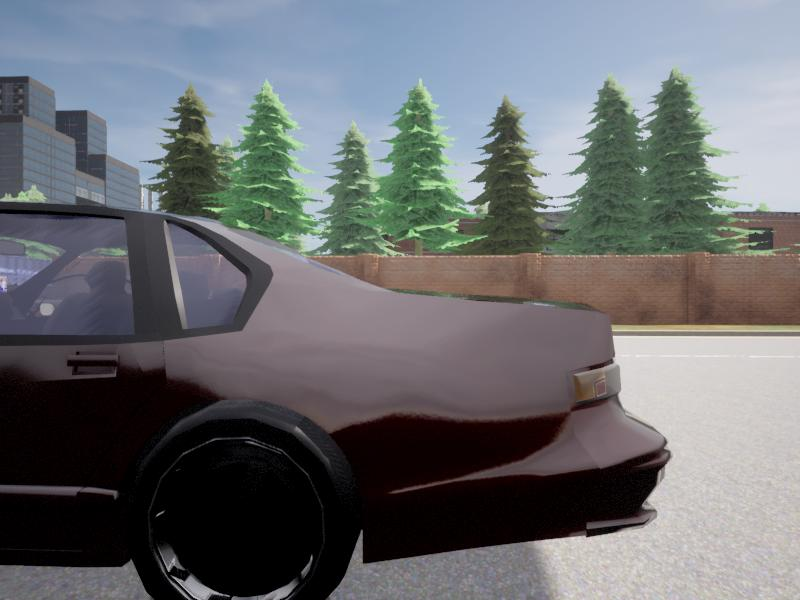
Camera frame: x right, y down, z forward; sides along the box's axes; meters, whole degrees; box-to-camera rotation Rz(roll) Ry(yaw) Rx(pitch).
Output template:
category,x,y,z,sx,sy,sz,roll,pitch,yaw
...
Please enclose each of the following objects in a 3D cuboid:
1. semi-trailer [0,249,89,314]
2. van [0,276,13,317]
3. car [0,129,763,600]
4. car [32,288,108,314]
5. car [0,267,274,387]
category,x,y,z,sx,sy,sz,roll,pitch,yaw
semi-trailer,-28.604,-1.268,27.625,2.717,4.402,14.254,0,-1,2
van,-25.318,-0.222,21.703,2.351,2.431,6.366,0,0,2
car,-1.761,0.294,2.089,5.357,1.411,2.033,0,0,2
car,-24.995,0.052,30.554,1.932,1.855,4.605,0,0,2
car,-4.212,0.307,5.691,4.181,1.385,1.994,0,0,2
